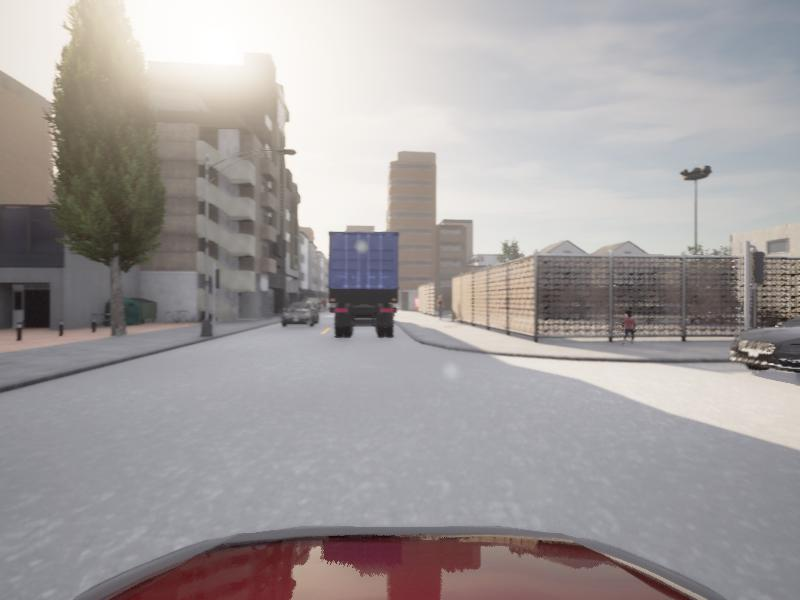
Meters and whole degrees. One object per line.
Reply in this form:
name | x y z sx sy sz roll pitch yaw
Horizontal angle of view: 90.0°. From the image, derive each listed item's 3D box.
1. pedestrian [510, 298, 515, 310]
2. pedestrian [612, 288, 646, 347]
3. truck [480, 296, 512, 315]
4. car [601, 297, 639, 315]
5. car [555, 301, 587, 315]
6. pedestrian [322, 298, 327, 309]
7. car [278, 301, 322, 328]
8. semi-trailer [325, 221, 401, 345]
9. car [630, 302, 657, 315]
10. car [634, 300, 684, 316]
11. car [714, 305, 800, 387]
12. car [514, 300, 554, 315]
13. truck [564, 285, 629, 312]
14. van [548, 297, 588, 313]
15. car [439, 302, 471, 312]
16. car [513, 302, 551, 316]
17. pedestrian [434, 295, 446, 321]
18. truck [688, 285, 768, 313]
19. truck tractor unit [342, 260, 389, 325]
pedestrian | 17.557 0.634 62.272 0.751 1.860 0.751 0 0 17
pedestrian | 7.588 0.553 13.253 0.751 1.860 0.751 0 0 -35
truck | 10.357 0.573 43.617 2.069 2.038 4.478 0 0 -4
car | 24.125 0.677 43.999 1.905 1.878 3.866 0 0 -4
car | 18.951 0.839 44.529 1.845 1.501 3.633 0 0 -4
pedestrian | -12.317 0.587 65.620 0.751 1.860 0.751 0 0 -8
car | -6.207 0.847 25.389 2.007 1.525 4.514 0 0 -5
semi-trailer | -1.859 -0.599 21.465 2.717 4.402 14.254 0 0 -4
car | 26.346 0.889 43.303 1.481 1.379 2.207 0 0 -4
car | 28.423 0.790 44.076 2.242 1.667 4.611 0 0 -4
car | 9.711 0.872 8.441 4.892 1.490 1.837 0 0 -5
car | 14.556 0.820 43.616 3.705 1.547 1.789 0 0 -4
truck | 29.077 -0.204 59.386 8.468 3.827 2.891 0 0 -4
van | 23.014 0.676 54.896 4.480 2.038 2.069 0 0 -4
car | 7.920 0.986 57.746 4.181 1.385 1.994 0 0 -4
car | 14.317 0.892 43.758 2.033 1.415 5.357 0 0 -4
pedestrian | 2.915 0.571 28.851 0.751 1.860 0.751 0 0 -3
truck | 45.654 -0.182 55.904 8.468 3.827 2.891 0 0 6
truck tractor unit | -2.484 -0.489 29.360 3.053 4.208 6.516 0 0 -5
